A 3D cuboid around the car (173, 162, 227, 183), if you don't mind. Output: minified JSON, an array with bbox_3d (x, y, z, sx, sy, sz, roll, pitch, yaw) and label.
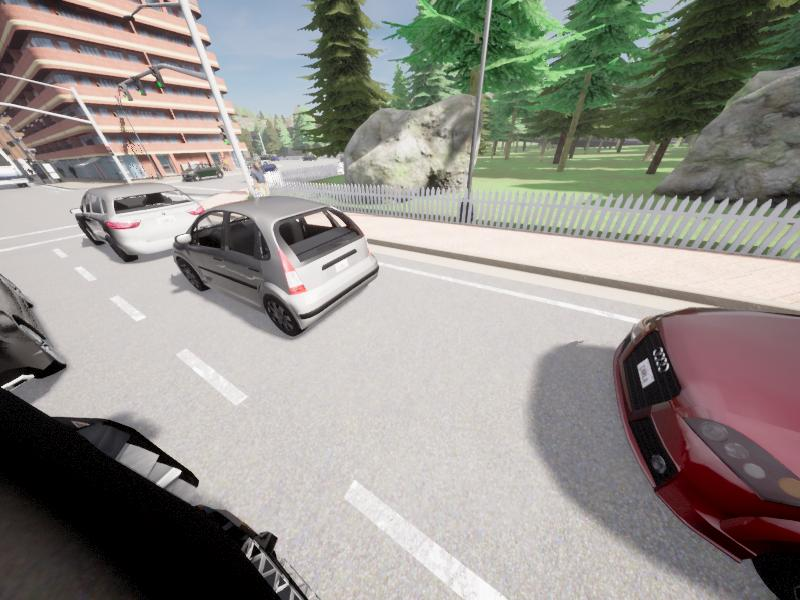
[{"bbox_3d":[-21.157,-13.658,24.660,1.789,1.549,3.705,9,35,17],"label":"car"}]

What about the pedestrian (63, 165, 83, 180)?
[{"bbox_3d":[-47.754,-18.643,33.741,0.751,1.860,0.751,16,38,26],"label":"pedestrian"}]

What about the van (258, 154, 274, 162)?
[{"bbox_3d":[-40.265,-42.600,69.345,4.442,1.987,1.775,17,38,27],"label":"van"}]

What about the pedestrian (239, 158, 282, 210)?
[{"bbox_3d":[-5.867,-4.909,9.798,0.751,1.860,0.751,17,38,27],"label":"pedestrian"}]

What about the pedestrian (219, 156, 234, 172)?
[{"bbox_3d":[-24.946,-19.527,33.198,0.751,1.860,0.751,3,34,9],"label":"pedestrian"}]

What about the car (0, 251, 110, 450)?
[{"bbox_3d":[-6.015,0.308,2.586,4.902,1.511,2.128,16,38,27],"label":"car"}]

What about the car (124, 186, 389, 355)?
[{"bbox_3d":[-2.423,-0.928,4.082,3.988,1.617,1.851,16,38,27],"label":"car"}]

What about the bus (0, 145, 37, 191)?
[{"bbox_3d":[-49.466,-15.793,27.741,10.273,4.253,3.944,16,38,27],"label":"bus"}]

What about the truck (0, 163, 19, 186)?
[{"bbox_3d":[-60.299,-18.896,33.633,8.468,3.827,2.891,16,38,27],"label":"truck"}]

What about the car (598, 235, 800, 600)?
[{"bbox_3d":[3.740,0.999,0.917,4.181,1.385,1.994,18,39,28],"label":"car"}]

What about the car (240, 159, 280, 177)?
[{"bbox_3d":[-16.471,-15.682,27.414,1.970,1.475,3.806,4,34,10],"label":"car"}]

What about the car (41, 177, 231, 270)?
[{"bbox_3d":[-7.776,-2.546,6.878,4.611,1.667,2.242,17,38,27],"label":"car"}]
